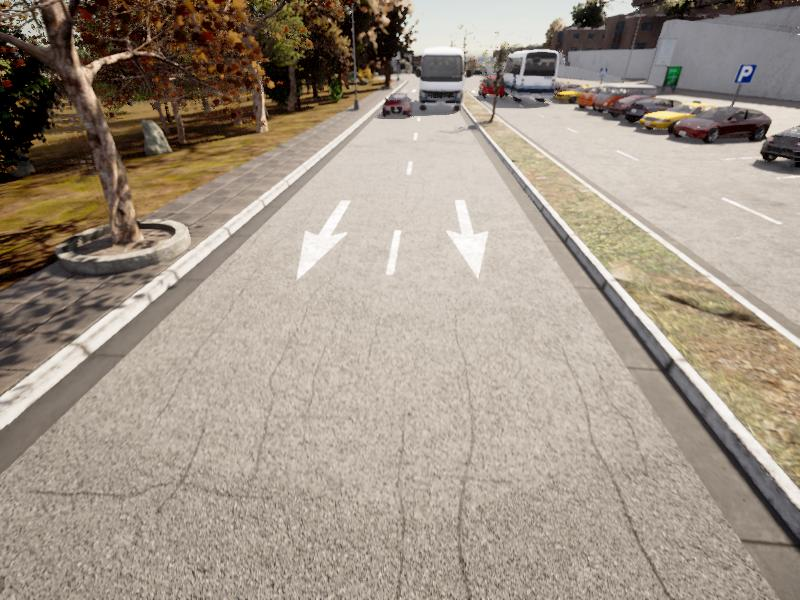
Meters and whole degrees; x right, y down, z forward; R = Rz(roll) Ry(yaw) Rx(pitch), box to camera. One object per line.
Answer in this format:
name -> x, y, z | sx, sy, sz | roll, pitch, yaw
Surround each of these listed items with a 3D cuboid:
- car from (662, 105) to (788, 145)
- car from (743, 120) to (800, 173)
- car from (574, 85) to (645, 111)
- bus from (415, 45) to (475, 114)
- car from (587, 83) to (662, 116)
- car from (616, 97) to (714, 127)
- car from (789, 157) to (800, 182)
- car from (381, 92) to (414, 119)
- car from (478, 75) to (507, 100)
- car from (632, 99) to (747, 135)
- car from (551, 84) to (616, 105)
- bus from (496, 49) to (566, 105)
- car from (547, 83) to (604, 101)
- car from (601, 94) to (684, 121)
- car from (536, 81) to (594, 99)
car -> 16.173, -8.826, 20.024 | 4.792, 1.488, 2.163 | -7, 32, -15
car -> 15.824, -5.810, 14.898 | 4.674, 1.452, 2.002 | -7, 31, -15
car -> 17.108, -16.563, 32.757 | 4.553, 1.767, 2.185 | -8, 32, -15
bus -> 3.417, -18.173, 32.802 | 3.944, 4.253, 10.273 | 2, 31, 3
car -> 16.842, -15.102, 30.116 | 4.442, 1.987, 1.878 | -8, 32, -15
car -> 16.601, -11.864, 25.177 | 4.792, 1.488, 2.163 | -7, 32, -15
car -> 15.674, -4.565, 12.189 | 5.566, 2.045, 2.435 | -7, 31, -15
car -> -0.118, -13.683, 28.037 | 1.994, 1.385, 4.181 | 2, 31, 3
car -> 9.784, -22.832, 42.793 | 2.150, 2.045, 5.566 | 2, 31, 3
car -> 16.212, -10.345, 22.530 | 5.366, 1.575, 1.946 | -7, 32, -15
car -> 17.331, -19.501, 37.884 | 5.366, 1.575, 1.946 | -8, 33, -15
bus -> 12.508, -22.288, 39.792 | 3.944, 4.253, 10.273 | 2, 31, 3
car -> 17.722, -21.038, 40.511 | 4.792, 1.488, 2.163 | -8, 32, -15
car -> 16.756, -13.372, 27.733 | 4.674, 1.452, 2.002 | -8, 32, -15
car -> 17.705, -22.570, 42.986 | 5.366, 1.575, 1.946 | -8, 32, -15
